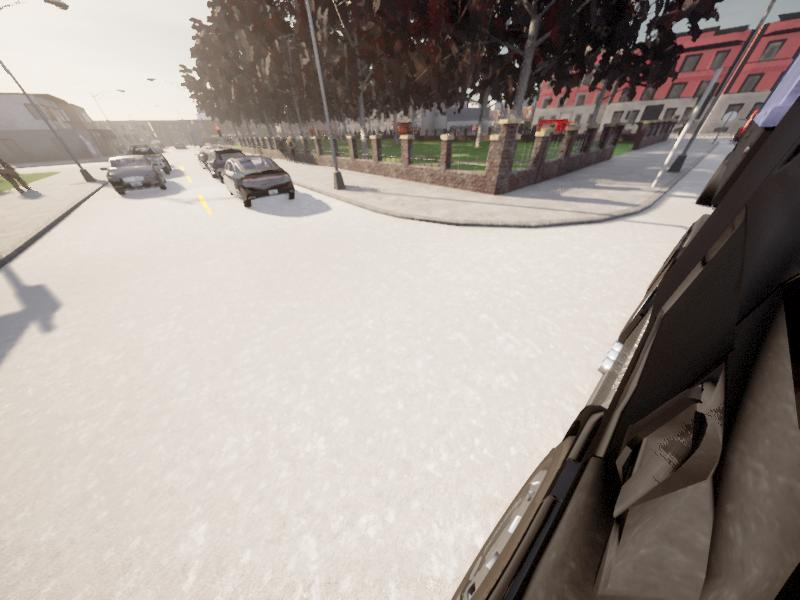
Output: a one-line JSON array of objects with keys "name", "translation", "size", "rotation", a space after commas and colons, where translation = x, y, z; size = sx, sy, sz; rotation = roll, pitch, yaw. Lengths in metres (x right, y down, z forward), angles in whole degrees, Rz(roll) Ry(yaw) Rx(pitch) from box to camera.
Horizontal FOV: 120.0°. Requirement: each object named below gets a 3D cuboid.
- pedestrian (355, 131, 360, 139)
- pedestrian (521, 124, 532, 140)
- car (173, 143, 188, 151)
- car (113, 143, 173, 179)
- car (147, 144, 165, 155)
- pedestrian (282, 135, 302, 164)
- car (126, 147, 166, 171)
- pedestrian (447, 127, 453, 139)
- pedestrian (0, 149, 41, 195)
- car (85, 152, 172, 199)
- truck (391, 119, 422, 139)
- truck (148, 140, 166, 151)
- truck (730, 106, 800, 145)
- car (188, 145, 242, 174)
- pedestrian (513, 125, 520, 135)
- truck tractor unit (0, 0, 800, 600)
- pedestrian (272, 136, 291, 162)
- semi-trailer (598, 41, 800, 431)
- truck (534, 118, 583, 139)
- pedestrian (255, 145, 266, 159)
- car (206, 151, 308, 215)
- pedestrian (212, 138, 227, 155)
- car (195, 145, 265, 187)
[{"name": "pedestrian", "translation": [-12.161, -47.325, 66.186], "size": [0.751, 1.860, 0.751], "rotation": [-18, 39, -20]}, {"name": "pedestrian", "translation": [19.231, -25.598, 35.181], "size": [0.751, 1.860, 0.751], "rotation": [-27, 43, -29]}, {"name": "car", "translation": [-49.352, -34.429, 51.929], "size": [1.970, 1.475, 3.806], "rotation": [-28, 44, -30]}, {"name": "car", "translation": [-18.443, -10.238, 16.860], "size": [1.932, 1.855, 4.605], "rotation": [-26, 42, -28]}, {"name": "car", "translation": [-45.506, -28.115, 43.172], "size": [1.812, 1.442, 4.674], "rotation": [-28, 44, -30]}, {"name": "pedestrian", "translation": [-8.629, -12.018, 18.498], "size": [0.751, 1.860, 0.751], "rotation": [-29, 44, -31]}, {"name": "car", "translation": [-23.212, -13.078, 21.274], "size": [1.837, 1.490, 4.892], "rotation": [-28, 44, -30]}, {"name": "pedestrian", "translation": [9.664, -32.130, 44.509], "size": [0.751, 1.860, 0.751], "rotation": [-28, 44, -30]}, {"name": "pedestrian", "translation": [-19.607, -6.396, 11.559], "size": [0.751, 1.860, 0.751], "rotation": [-26, 43, -28]}, {"name": "car", "translation": [-13.883, -6.695, 12.144], "size": [2.128, 1.511, 4.902], "rotation": [-28, 44, -30]}, {"name": "truck", "translation": [1.559, -42.781, 57.838], "size": [2.891, 3.827, 8.468], "rotation": [-28, 44, -30]}, {"name": "truck", "translation": [-60.706, -38.751, 57.790], "size": [2.390, 2.098, 6.274], "rotation": [-28, 44, -30]}, {"name": "truck", "translation": [32.160, -15.253, 20.231], "size": [5.204, 2.467, 2.627], "rotation": [-32, 46, -33]}, {"name": "car", "translation": [-14.478, -11.039, 18.021], "size": [2.128, 1.511, 4.902], "rotation": [-30, 45, -32]}, {"name": "pedestrian", "translation": [24.946, -36.365, 49.421], "size": [0.751, 1.860, 0.751], "rotation": [-16, 39, -17]}, {"name": "truck tractor unit", "translation": [2.645, -0.295, 0.351], "size": [6.516, 4.208, 3.053], "rotation": [-28, 44, -30]}, {"name": "pedestrian", "translation": [-10.405, -13.253, 20.260], "size": [0.751, 1.860, 0.751], "rotation": [-28, 44, -30]}, {"name": "semi-trailer", "translation": [8.693, -3.594, 4.255], "size": [14.254, 4.402, 2.717], "rotation": [-28, 44, -30]}, {"name": "truck", "translation": [24.455, -26.611, 35.942], "size": [2.627, 2.467, 5.204], "rotation": [-28, 44, -31]}, {"name": "pedestrian", "translation": [-14.399, -15.261, 23.824], "size": [0.500, 1.100, 0.500], "rotation": [25, 45, 32]}, {"name": "car", "translation": [-5.939, -4.966, 9.368], "size": [2.128, 1.511, 4.902], "rotation": [-28, 43, -30]}, {"name": "pedestrian", "translation": [-23.837, -20.328, 30.538], "size": [0.751, 1.860, 0.751], "rotation": [-17, 39, -19]}, {"name": "car", "translation": [-10.118, -8.048, 13.653], "size": [2.033, 1.649, 4.856], "rotation": [-29, 44, -31]}]
